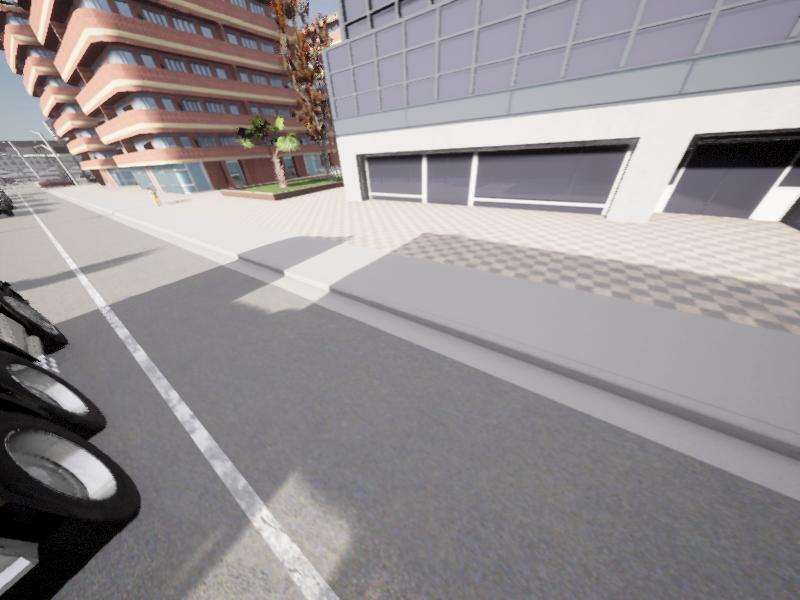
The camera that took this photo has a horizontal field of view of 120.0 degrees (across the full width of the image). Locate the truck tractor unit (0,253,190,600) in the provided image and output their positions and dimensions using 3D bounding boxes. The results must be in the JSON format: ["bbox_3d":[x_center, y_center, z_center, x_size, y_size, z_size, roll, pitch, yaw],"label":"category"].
[{"bbox_3d":[-5.275,-0.020,1.013,6.516,4.208,3.053,10,42,32],"label":"truck tractor unit"}]

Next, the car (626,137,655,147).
[{"bbox_3d":[47.704,-31.389,45.945,3.633,1.501,1.845,19,39,28],"label":"car"}]

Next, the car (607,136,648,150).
[{"bbox_3d":[39.375,-27.294,40.180,4.553,1.767,2.097,19,39,28],"label":"car"}]

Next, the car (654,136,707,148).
[{"bbox_3d":[47.313,-26.763,39.234,5.357,1.411,2.033,19,39,29],"label":"car"}]

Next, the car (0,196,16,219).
[{"bbox_3d":[-30.260,-6.709,16.845,4.718,1.301,1.895,18,39,29],"label":"car"}]

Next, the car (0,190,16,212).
[{"bbox_3d":[-36.021,-8.735,20.064,4.553,1.767,2.097,18,39,29],"label":"car"}]

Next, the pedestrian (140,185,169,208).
[{"bbox_3d":[-16.595,-7.016,15.612,0.751,1.300,0.751,21,40,33],"label":"pedestrian"}]
